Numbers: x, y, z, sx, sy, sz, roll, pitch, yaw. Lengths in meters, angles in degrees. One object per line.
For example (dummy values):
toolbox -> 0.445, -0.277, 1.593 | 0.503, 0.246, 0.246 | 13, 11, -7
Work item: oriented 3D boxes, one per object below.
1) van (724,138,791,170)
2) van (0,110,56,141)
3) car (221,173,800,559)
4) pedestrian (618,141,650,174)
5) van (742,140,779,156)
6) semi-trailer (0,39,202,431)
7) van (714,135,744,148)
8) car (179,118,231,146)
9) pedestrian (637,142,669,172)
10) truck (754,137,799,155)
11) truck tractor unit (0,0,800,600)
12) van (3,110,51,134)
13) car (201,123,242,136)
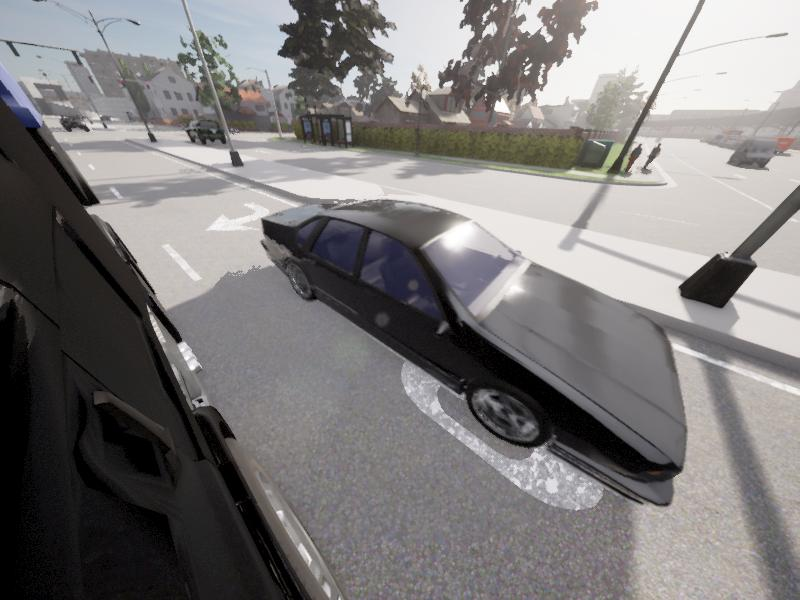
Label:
van -> 39.490, -16.405, 25.792 | 1.988, 2.561, 5.915 | 28, 44, 30
van -> -33.544, -15.572, 20.643 | 4.480, 2.038, 2.069 | 25, 41, 27
car -> 0.132, -0.415, 3.040 | 5.357, 1.411, 2.033 | 28, 43, 29
pedestrian -> 15.954, -9.711, 15.772 | 0.751, 1.860, 0.751 | 28, 44, 30
van -> 64.396, -27.316, 41.374 | 2.069, 2.038, 4.480 | 28, 45, 30
semi-trailer -> -8.727, -3.587, 4.197 | 14.254, 4.402, 2.717 | 28, 44, 29
van -> 80.133, -38.770, 56.420 | 2.351, 2.431, 6.366 | 28, 45, 30
car -> -20.598, -17.772, 24.391 | 5.566, 2.045, 2.150 | 28, 43, 29
pedestrian -> 18.959, -10.767, 17.372 | 0.751, 1.860, 0.751 | -25, 45, -32
truck -> 72.226, -29.754, 44.460 | 2.627, 2.467, 5.204 | 28, 45, 30
truck tractor unit -> -2.645, -0.295, 0.351 | 6.516, 4.208, 3.053 | 28, 44, 30
van -> -42.263, -20.199, 26.286 | 4.480, 2.038, 2.069 | 27, 43, 30
car -> -29.028, -27.748, 37.667 | 4.792, 1.488, 2.163 | -29, 47, -35
